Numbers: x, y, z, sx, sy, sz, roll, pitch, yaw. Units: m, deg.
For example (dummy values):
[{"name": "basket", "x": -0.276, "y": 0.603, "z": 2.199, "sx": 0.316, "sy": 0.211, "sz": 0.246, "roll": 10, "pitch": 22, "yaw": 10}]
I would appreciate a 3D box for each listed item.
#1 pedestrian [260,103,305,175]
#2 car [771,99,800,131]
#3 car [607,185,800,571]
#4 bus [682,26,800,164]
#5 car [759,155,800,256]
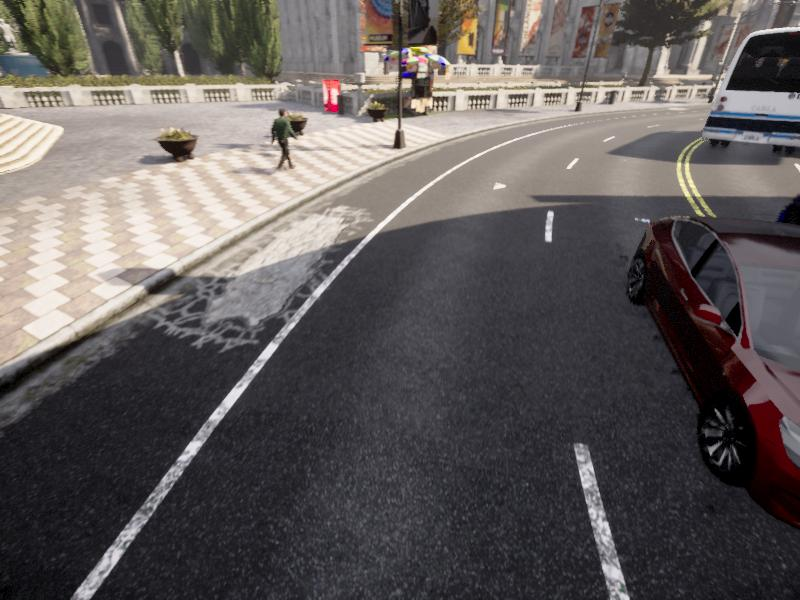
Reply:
[{"name": "pedestrian", "x": -3.498, "y": -4.819, "z": 11.985, "sx": 0.751, "sy": 1.860, "sz": 0.751, "roll": 15, "pitch": 33, "yaw": 23}, {"name": "car", "x": 24.795, "y": -11.190, "z": 24.110, "sx": 4.514, "sy": 1.525, "sz": 2.007, "roll": -19, "pitch": 35, "yaw": -30}, {"name": "car", "x": 4.042, "y": 0.184, "z": 4.312, "sx": 2.163, "sy": 1.488, "sz": 4.792, "roll": 8, "pitch": 31, "yaw": 12}, {"name": "bus", "x": 16.802, "y": -9.333, "z": 18.067, "sx": 3.944, "sy": 4.253, "sz": 10.273, "roll": 25, "pitch": 37, "yaw": 34}, {"name": "car", "x": 8.412, "y": -1.095, "z": 6.538, "sx": 2.007, "sy": 1.525, "sz": 4.514, "roll": 9, "pitch": 31, "yaw": 15}]
